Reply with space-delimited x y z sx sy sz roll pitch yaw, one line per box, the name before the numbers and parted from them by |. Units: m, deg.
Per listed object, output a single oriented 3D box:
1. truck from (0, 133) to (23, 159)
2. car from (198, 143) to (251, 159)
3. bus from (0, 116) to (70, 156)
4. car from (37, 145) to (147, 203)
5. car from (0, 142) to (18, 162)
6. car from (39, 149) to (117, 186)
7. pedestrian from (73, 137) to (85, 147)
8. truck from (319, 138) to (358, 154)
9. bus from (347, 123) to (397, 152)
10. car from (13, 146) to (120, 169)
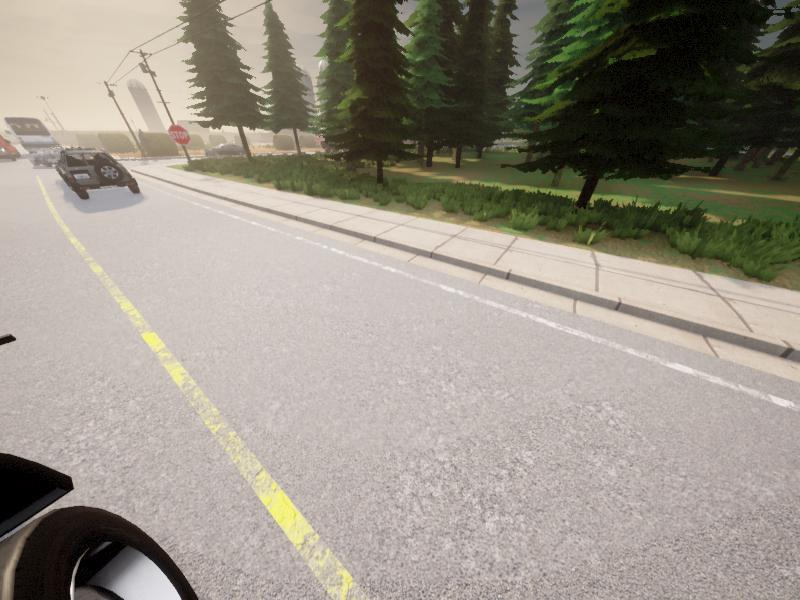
truck | -48.471 -18.480 27.656 5.204 2.467 2.627 23 41 29
car | -22.850 -19.553 30.247 2.128 1.511 4.902 21 40 27
bus | -52.808 -23.519 33.224 10.273 4.253 3.944 23 41 29
car | -14.101 -5.926 10.585 4.605 1.855 1.932 23 41 29
car | -42.941 -15.731 24.539 3.988 1.617 1.851 23 41 29
car | -19.326 -8.062 13.887 4.514 1.525 2.007 25 42 31
pedestrian | -72.726 -35.813 52.315 0.751 1.860 0.751 -24 42 -31
truck | -10.477 -26.739 40.027 2.390 2.098 6.274 21 40 27
bus | -5.176 -32.263 46.039 3.944 4.253 10.273 21 40 27
car | -29.341 -12.851 20.662 2.128 1.511 4.902 9 36 13
